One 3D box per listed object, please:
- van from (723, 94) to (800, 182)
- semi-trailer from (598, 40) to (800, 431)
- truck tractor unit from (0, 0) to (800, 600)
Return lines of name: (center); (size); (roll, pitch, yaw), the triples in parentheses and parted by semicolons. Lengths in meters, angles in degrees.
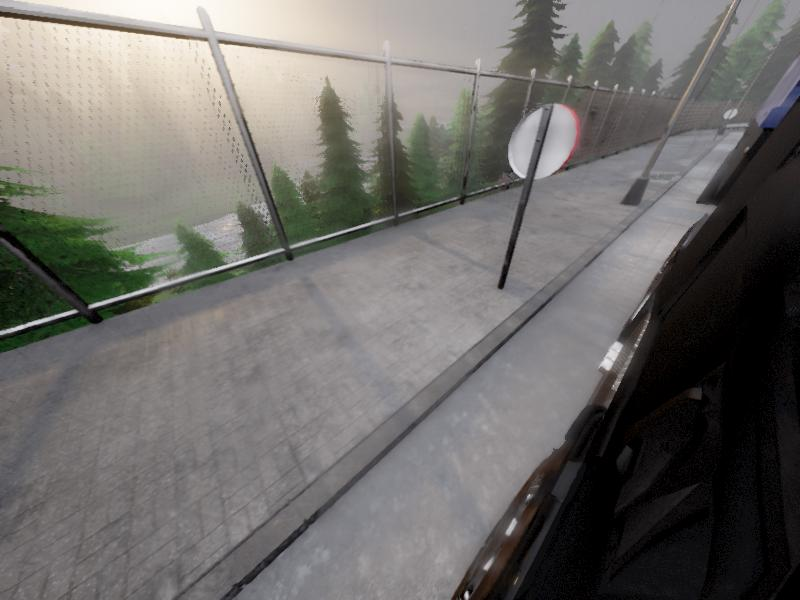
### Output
van: (16.351, -6.940, 9.746); (5.915, 2.561, 1.988); (-28, 44, -30)
semi-trailer: (8.692, -3.614, 4.227); (14.254, 4.402, 2.717); (-28, 44, -30)
truck tractor unit: (2.645, -0.295, 0.352); (6.516, 4.208, 3.053); (-28, 44, -30)
